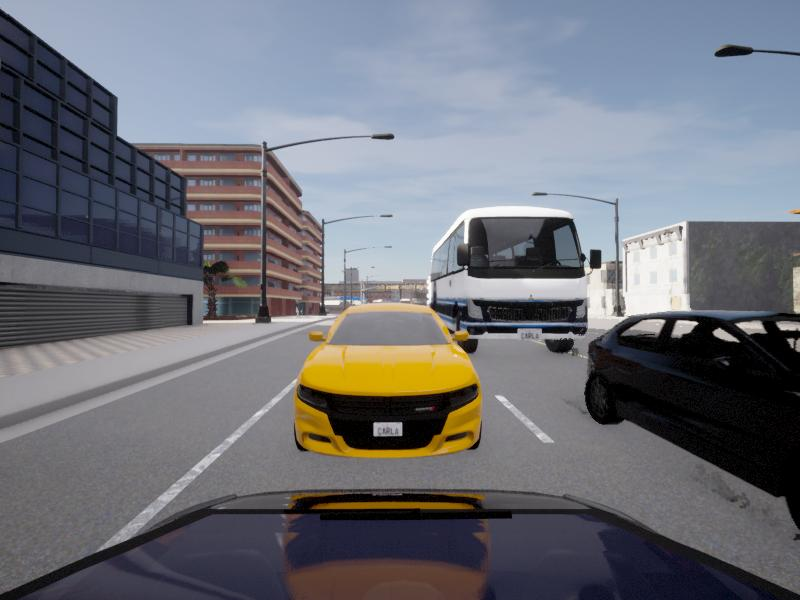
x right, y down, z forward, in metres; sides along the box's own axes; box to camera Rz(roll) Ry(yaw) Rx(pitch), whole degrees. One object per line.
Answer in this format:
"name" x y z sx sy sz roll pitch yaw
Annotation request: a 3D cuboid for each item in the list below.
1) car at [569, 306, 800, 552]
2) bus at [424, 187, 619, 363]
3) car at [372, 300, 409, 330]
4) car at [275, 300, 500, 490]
"car" 3.394 0.839 3.692 1.816 1.474 4.193 0 0 -1
"bus" 3.261 -0.654 14.845 3.944 4.253 10.273 0 1 -1
"car" -0.514 0.724 21.661 1.812 1.442 4.674 0 0 -1
"car" -0.158 0.790 5.854 1.882 1.535 5.008 0 1 -1
